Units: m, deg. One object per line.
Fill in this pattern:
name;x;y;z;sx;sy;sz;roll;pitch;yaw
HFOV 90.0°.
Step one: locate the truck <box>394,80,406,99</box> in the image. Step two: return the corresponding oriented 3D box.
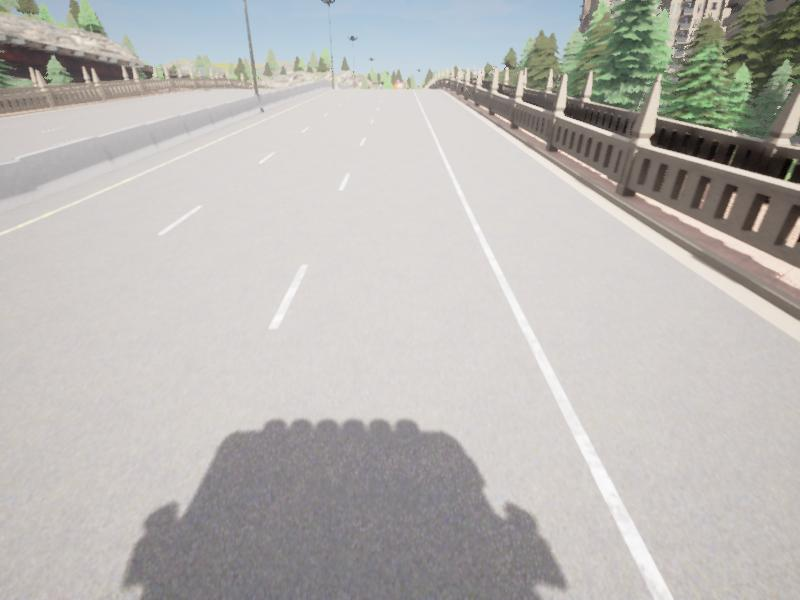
truck;0.015;-52.850;100.564;2.891;3.827;8.468;0;25;0
